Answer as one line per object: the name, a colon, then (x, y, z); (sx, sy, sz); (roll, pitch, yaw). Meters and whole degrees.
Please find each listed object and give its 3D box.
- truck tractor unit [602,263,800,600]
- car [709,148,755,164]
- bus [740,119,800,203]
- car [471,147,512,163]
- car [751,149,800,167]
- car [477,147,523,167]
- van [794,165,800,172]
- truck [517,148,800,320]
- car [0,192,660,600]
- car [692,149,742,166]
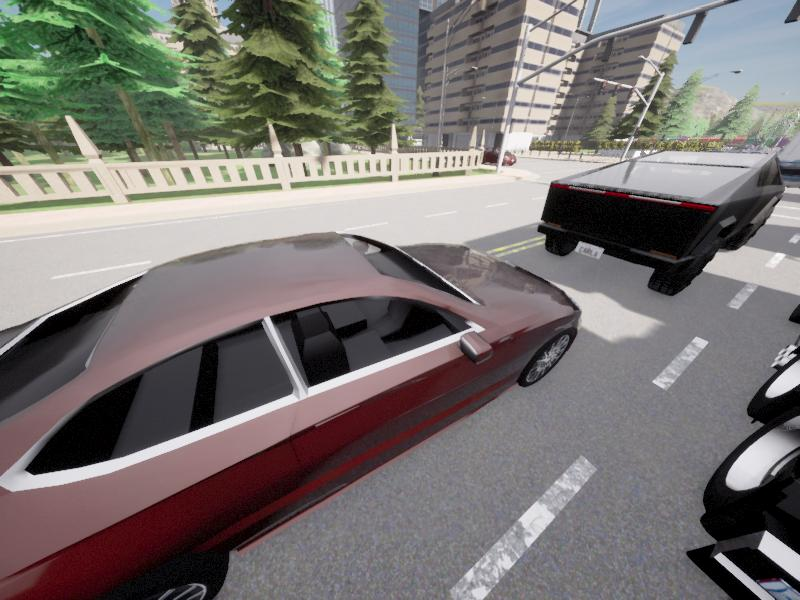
truck tractor unit: (5.109, -0.302, 0.786); (6.516, 4.208, 3.053); (-18, 39, -24)
car: (41.377, -17.976, 28.762); (4.974, 1.542, 2.038); (-18, 39, -24)
bus: (21.616, -5.059, 7.696); (3.944, 4.253, 10.273); (-18, 38, -24)
car: (11.421, -18.385, 29.216); (1.812, 1.442, 4.674); (-18, 39, -24)
car: (42.204, -15.937, 25.840); (4.974, 1.542, 2.038); (-18, 39, -24)
car: (10.496, -15.296, 24.631); (1.851, 1.617, 3.988); (-17, 38, -23)
van: (38.307, -12.645, 20.687); (4.442, 1.987, 1.775); (-17, 38, -23)
truck: (5.998, -2.038, 5.130); (6.274, 2.098, 2.390); (-18, 39, -24)
car: (-0.491, 0.276, 2.178); (5.027, 1.651, 2.152); (-18, 39, -24)
car: (35.945, -16.242, 26.238); (4.514, 1.525, 2.007); (-17, 38, -23)
